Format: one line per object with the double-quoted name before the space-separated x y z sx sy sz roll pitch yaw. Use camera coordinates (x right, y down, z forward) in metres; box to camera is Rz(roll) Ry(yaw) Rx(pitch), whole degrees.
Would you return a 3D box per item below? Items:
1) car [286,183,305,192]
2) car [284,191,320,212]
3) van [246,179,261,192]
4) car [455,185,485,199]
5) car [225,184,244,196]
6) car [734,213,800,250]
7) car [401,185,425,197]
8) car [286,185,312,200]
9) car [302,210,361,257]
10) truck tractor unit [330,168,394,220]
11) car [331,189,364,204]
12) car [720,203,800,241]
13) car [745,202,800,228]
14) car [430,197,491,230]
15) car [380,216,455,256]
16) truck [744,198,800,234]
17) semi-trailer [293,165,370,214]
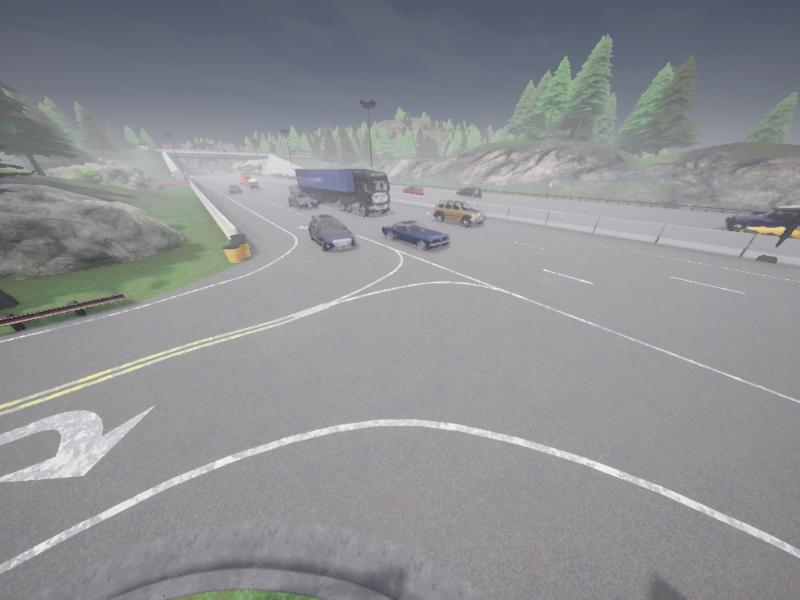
"car" -21.096 -22.666 46.496 1.994 1.385 4.181 -23 37 -34
"car" -11.665 -11.783 27.391 2.152 1.651 5.027 -23 37 -34
"van" -29.645 -23.254 46.836 2.069 2.038 4.480 -16 34 -24
"car" 11.084 -17.255 36.886 1.851 1.617 3.988 -22 37 -33
"car" -29.504 -19.648 41.143 1.837 1.490 4.892 -22 37 -33
"car" 24.665 -3.837 13.671 1.801 1.575 5.366 -23 37 -34
"car" 2.156 -18.645 39.374 2.007 1.525 4.514 -16 34 -26
"car" -16.023 -17.079 36.560 2.033 1.649 4.856 -23 37 -34
"car" -4.449 -4.407 14.612 2.033 1.649 4.856 -17 34 -27
"truck tractor unit" -3.880 -11.009 23.447 3.053 4.208 6.516 -23 37 -34
"car" -7.370 -14.561 32.432 2.033 1.411 5.357 -23 37 -34
"car" 26.451 -5.625 16.459 1.905 1.878 3.866 -23 37 -34
"car" 33.141 -6.924 19.088 2.128 1.511 4.902 -23 37 -34
"car" 4.973 -7.474 19.672 1.932 1.855 4.605 -23 37 -34
"car" 0.895 -4.215 14.611 1.895 1.301 4.718 -23 37 -34
"truck" 30.780 -5.866 16.666 2.390 2.098 6.274 -23 37 -34
"semi-trailer" -8.987 -14.119 28.639 2.717 4.402 14.254 -23 37 -34
